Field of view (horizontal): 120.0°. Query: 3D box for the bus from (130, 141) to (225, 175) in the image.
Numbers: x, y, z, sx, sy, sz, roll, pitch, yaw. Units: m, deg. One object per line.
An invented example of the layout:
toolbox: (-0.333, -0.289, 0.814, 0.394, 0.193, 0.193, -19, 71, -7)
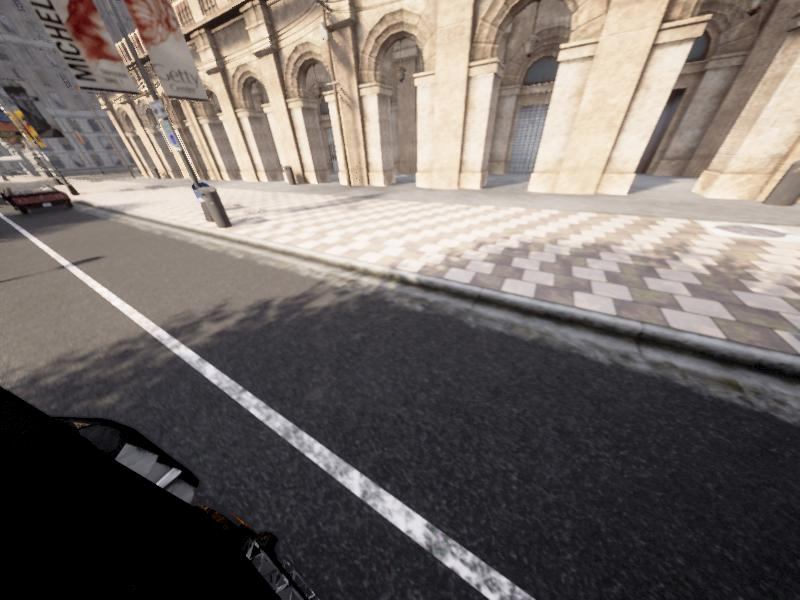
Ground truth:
bus: (-37.406, -24.494, 39.674, 3.944, 4.253, 10.273, 16, 38, 26)

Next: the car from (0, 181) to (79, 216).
car: (-20.991, -5.924, 13.278, 4.718, 1.301, 1.895, 16, 38, 26)

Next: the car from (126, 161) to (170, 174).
car: (-47.208, -24.926, 43.471, 2.152, 1.651, 5.027, 16, 38, 26)
